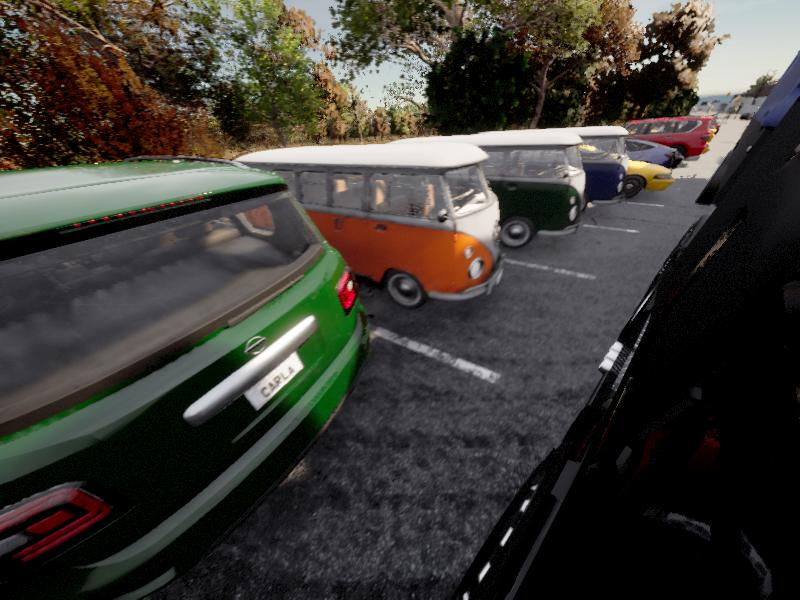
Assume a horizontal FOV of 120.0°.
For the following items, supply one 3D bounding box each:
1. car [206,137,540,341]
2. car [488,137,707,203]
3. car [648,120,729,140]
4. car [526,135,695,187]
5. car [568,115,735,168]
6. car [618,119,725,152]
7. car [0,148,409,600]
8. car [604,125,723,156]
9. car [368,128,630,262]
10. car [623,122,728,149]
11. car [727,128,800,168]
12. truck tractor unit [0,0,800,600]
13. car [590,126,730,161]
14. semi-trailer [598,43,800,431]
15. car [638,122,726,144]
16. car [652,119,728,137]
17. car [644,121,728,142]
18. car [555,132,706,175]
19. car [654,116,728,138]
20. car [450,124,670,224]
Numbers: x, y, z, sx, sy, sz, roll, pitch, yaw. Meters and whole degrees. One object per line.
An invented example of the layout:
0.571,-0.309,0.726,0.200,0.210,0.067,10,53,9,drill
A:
-0.554,-1.381,3.840,4.442,1.987,1.878,17,41,25,car
6.346,-4.827,8.393,5.366,1.575,1.946,17,41,25,car
30.878,-18.384,25.015,5.008,1.535,2.097,16,41,24,car
8.434,-6.070,9.984,4.792,1.488,2.163,17,41,25,car
12.974,-8.725,12.785,5.566,2.045,2.435,17,41,25,car
19.808,-12.271,17.314,4.553,1.767,2.185,17,41,25,car
-2.962,-0.224,2.401,5.566,2.045,2.435,17,41,25,car
17.540,-10.951,15.900,4.892,1.521,2.231,17,41,25,car
1.722,-2.597,5.324,4.442,1.987,1.878,17,41,25,car
22.033,-13.403,18.901,5.008,1.535,2.097,17,41,25,car
19.368,-8.082,12.121,4.181,1.385,1.994,-28,44,-30,car
2.645,-0.295,0.351,6.516,4.208,3.053,-28,44,-30,truck tractor unit
15.440,-9.691,14.335,5.366,1.575,1.946,17,41,25,car
8.689,-3.604,4.245,14.254,4.402,2.717,-28,44,-30,semi-trailer
26.444,-15.866,21.971,4.792,1.488,2.163,16,41,24,car
35.058,-20.966,28.208,5.366,1.575,1.946,15,40,23,car
28.713,-17.103,23.485,4.792,1.488,2.163,16,40,24,car
10.765,-7.273,11.448,4.792,1.488,2.163,17,41,25,car
33.025,-19.761,26.515,4.553,1.767,2.185,15,40,23,car
4.000,-3.812,6.809,4.442,1.987,1.878,17,41,25,car
